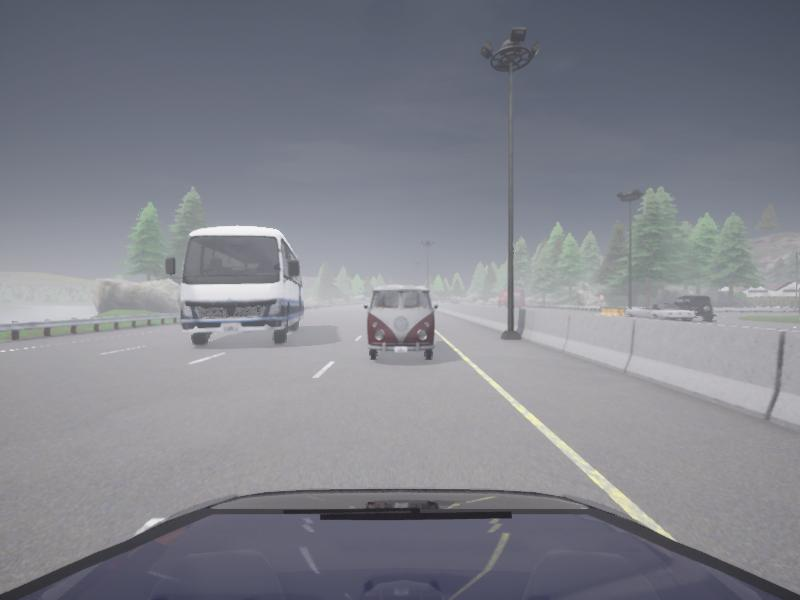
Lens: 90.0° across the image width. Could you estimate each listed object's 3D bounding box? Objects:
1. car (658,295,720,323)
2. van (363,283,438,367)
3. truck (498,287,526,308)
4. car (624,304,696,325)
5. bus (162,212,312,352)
[{"bbox_3d":[21.127,0.621,29.437,1.905,1.878,3.866,0,0,3],"label":"car"},{"bbox_3d":[0.028,0.587,11.686,1.775,1.987,4.442,0,0,0],"label":"van"},{"bbox_3d":[21.177,-0.390,76.273,2.891,3.827,8.468,0,0,0],"label":"truck"},{"bbox_3d":[17.564,0.920,27.378,1.895,1.301,4.718,0,0,0],"label":"car"},{"bbox_3d":[-6.131,-0.547,17.557,3.944,4.253,10.273,-1,0,-10],"label":"bus"}]
